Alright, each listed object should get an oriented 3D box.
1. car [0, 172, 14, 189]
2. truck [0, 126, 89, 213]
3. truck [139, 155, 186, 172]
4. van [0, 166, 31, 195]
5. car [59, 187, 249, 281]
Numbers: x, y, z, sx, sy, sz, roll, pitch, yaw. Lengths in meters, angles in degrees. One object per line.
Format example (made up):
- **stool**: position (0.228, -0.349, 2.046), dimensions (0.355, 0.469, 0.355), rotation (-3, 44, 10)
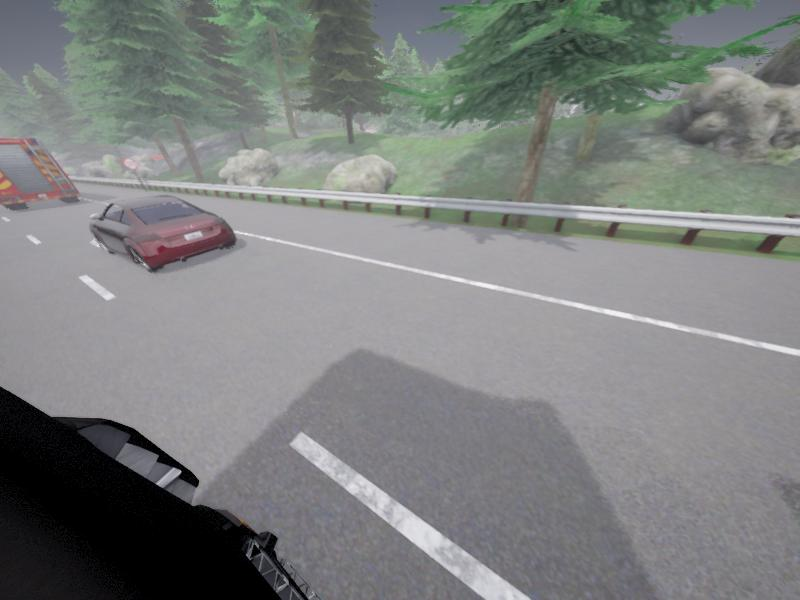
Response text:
- **car**: position (-46.891, -13.657, 26.370), dimensions (4.974, 1.542, 2.038), rotation (16, 38, 26)
- **truck**: position (-23.994, -8.040, 14.243), dimensions (8.468, 3.827, 2.891), rotation (16, 38, 26)
- **truck**: position (-45.884, -26.565, 44.779), dimensions (2.627, 2.467, 5.204), rotation (15, 38, 25)
- **van**: position (-36.803, -10.982, 21.174), dimensions (4.480, 2.038, 2.069), rotation (16, 38, 26)
- **car**: position (-6.486, -2.007, 6.165), dimensions (4.181, 1.385, 1.994), rotation (16, 38, 26)
